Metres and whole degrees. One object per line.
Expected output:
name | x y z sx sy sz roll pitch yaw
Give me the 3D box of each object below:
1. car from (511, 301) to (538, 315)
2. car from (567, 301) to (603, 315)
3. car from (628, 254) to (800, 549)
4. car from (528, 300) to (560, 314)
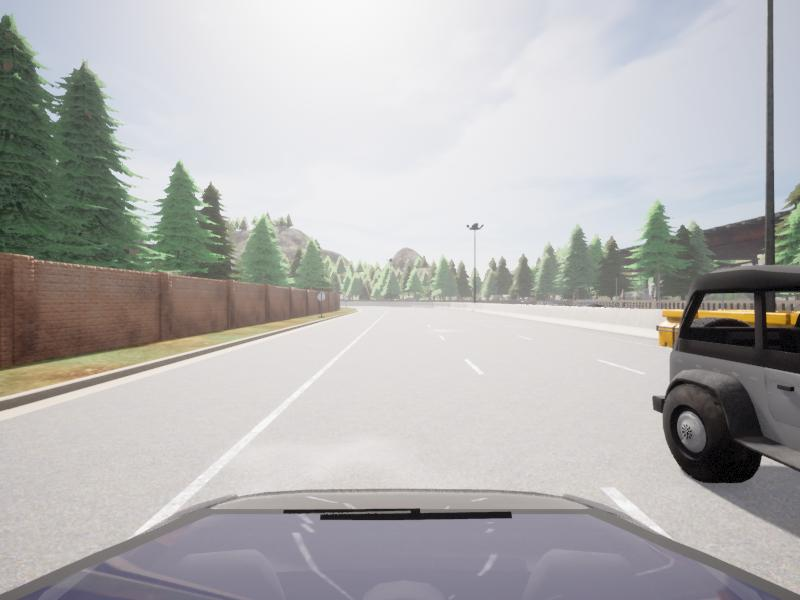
car | 14.038 0.853 45.304 1.970 1.475 3.806 0 0 0
car | 21.036 0.844 45.670 1.837 1.490 4.892 0 0 0
car | 3.501 0.646 2.535 1.905 1.878 3.866 0 0 0
car | 17.507 0.826 48.901 2.038 1.542 4.974 0 0 -1
